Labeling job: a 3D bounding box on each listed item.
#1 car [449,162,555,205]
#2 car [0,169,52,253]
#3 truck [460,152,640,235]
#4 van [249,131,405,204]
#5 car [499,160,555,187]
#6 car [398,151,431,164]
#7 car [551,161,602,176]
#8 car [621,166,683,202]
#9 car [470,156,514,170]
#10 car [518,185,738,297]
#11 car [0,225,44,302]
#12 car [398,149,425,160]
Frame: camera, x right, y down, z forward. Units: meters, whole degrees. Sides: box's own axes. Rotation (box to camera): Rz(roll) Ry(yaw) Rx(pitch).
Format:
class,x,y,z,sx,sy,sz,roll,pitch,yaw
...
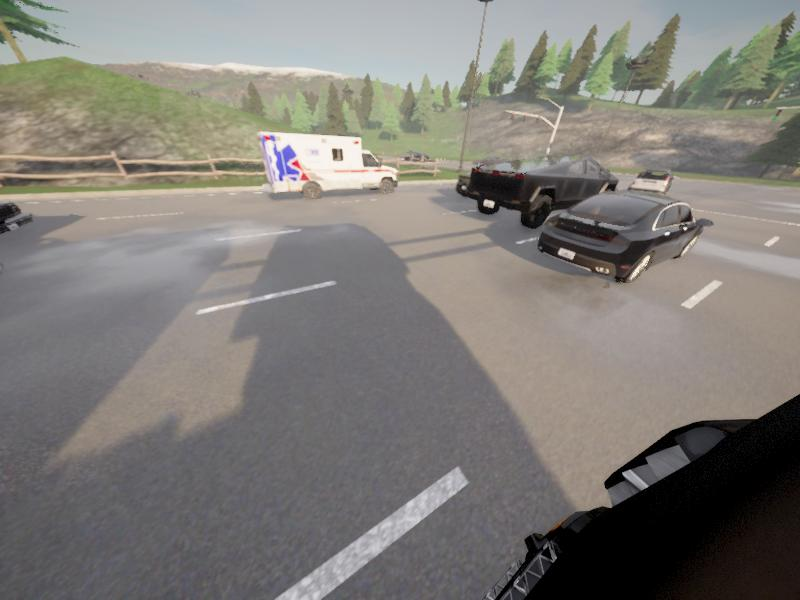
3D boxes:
class,x,y,z,sx,sy,sz,roll,pitch,yaw
car,5.348,-6.215,12.116,5.238,1.638,1.930,-16,38,-25
car,-11.312,-1.374,4.045,5.357,1.411,2.033,-16,38,-25
truck,5.658,-4.262,8.793,6.274,2.098,2.390,-16,38,-25
van,-3.170,-6.341,11.072,6.366,2.431,2.351,-16,38,-25
car,9.964,-10.004,18.122,3.988,1.617,1.851,-21,40,-30
car,2.281,-23.047,37.292,5.008,1.535,1.882,24,39,29
car,21.737,-16.397,28.726,1.895,1.301,4.718,-10,36,-18
car,16.136,-7.522,14.775,3.988,1.617,1.851,-25,42,-35
car,13.218,-19.873,33.331,5.357,1.411,2.033,28,41,33
car,5.440,-1.725,5.513,4.892,1.490,1.837,-16,38,-25
car,-7.702,-0.230,2.425,3.633,1.501,1.845,-16,38,-25
car,2.392,-30.063,47.739,5.238,1.638,1.930,20,37,24
